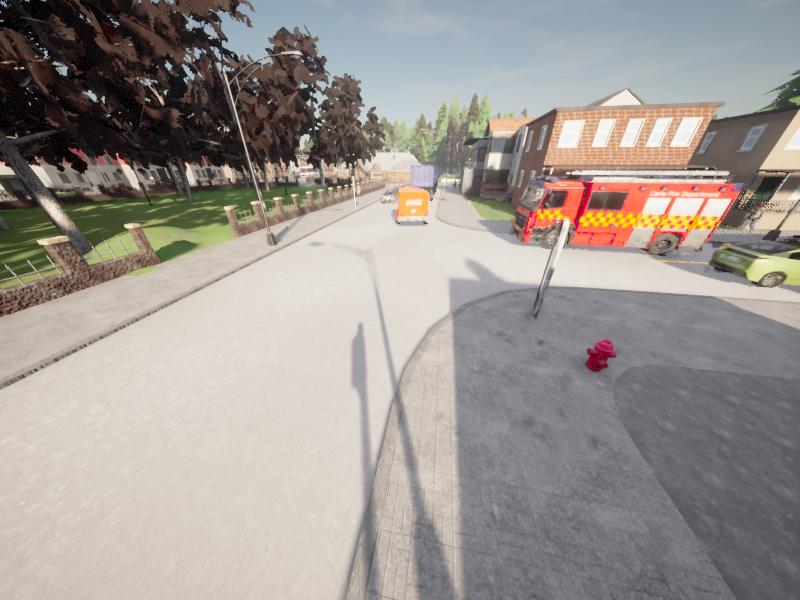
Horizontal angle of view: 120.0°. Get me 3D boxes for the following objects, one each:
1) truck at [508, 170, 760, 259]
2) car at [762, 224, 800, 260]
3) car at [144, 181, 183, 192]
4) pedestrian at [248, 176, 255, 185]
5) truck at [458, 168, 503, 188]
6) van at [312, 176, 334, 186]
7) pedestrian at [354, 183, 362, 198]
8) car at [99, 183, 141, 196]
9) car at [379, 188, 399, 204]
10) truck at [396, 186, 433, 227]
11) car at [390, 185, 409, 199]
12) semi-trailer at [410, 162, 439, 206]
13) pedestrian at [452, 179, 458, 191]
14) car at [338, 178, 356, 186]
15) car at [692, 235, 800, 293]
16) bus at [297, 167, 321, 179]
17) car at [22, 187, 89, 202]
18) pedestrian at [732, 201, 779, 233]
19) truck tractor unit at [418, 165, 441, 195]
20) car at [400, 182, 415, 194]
[{"bbox_3d":[11.085,-4.771,12.444,8.468,3.827,2.891,5,30,9],"label":"truck"},{"bbox_3d":[22.061,-2.733,11.371,4.181,1.385,1.994,5,30,9],"label":"car"},{"bbox_3d":[-44.278,-21.282,43.373,1.837,1.490,4.892,5,30,8],"label":"car"},{"bbox_3d":[-36.157,-29.063,56.229,0.751,1.860,0.751,18,35,28],"label":"pedestrian"},{"bbox_3d":[17.747,-27.403,51.644,8.468,3.827,2.891,3,30,6],"label":"truck"},{"bbox_3d":[-19.021,-29.661,57.340,4.480,2.038,2.069,5,30,9],"label":"van"},{"bbox_3d":[-5.893,-15.358,32.489,0.751,1.860,0.751,5,30,8],"label":"pedestrian"},{"bbox_3d":[-45.449,-17.993,37.616,1.789,1.549,3.705,5,30,9],"label":"car"},{"bbox_3d":[-1.281,-13.276,29.471,1.845,1.501,3.633,4,30,7],"label":"car"},{"bbox_3d":[0.996,-7.912,19.229,2.627,2.467,5.204,-1,30,0],"label":"truck"},{"bbox_3d":[-0.005,-16.512,35.211,2.033,1.411,5.357,5,30,8],"label":"car"},{"bbox_3d":[3.719,-16.696,32.504,2.717,4.402,14.254,5,30,9],"label":"semi-trailer"},{"bbox_3d":[10.117,-21.180,42.557,0.751,1.860,0.751,5,30,9],"label":"pedestrian"},{"bbox_3d":[-12.908,-28.897,56.527,3.633,1.501,1.845,5,30,9],"label":"car"},{"bbox_3d":[15.284,-1.388,8.884,4.514,1.525,2.007,5,30,9],"label":"car"},{"bbox_3d":[-37.411,-52.898,95.808,3.944,4.253,10.273,5,30,9],"label":"bus"},{"bbox_3d":[-46.697,-14.440,31.490,2.007,1.525,4.514,5,30,9],"label":"car"},{"bbox_3d":[23.803,-5.557,15.514,0.751,1.860,0.751,4,30,8],"label":"pedestrian"},{"bbox_3d":[5.090,-20.506,39.307,3.053,4.208,6.516,5,31,9],"label":"truck tractor unit"},{"bbox_3d":[1.399,-20.204,41.419,1.801,1.575,5.366,5,30,9],"label":"car"}]
